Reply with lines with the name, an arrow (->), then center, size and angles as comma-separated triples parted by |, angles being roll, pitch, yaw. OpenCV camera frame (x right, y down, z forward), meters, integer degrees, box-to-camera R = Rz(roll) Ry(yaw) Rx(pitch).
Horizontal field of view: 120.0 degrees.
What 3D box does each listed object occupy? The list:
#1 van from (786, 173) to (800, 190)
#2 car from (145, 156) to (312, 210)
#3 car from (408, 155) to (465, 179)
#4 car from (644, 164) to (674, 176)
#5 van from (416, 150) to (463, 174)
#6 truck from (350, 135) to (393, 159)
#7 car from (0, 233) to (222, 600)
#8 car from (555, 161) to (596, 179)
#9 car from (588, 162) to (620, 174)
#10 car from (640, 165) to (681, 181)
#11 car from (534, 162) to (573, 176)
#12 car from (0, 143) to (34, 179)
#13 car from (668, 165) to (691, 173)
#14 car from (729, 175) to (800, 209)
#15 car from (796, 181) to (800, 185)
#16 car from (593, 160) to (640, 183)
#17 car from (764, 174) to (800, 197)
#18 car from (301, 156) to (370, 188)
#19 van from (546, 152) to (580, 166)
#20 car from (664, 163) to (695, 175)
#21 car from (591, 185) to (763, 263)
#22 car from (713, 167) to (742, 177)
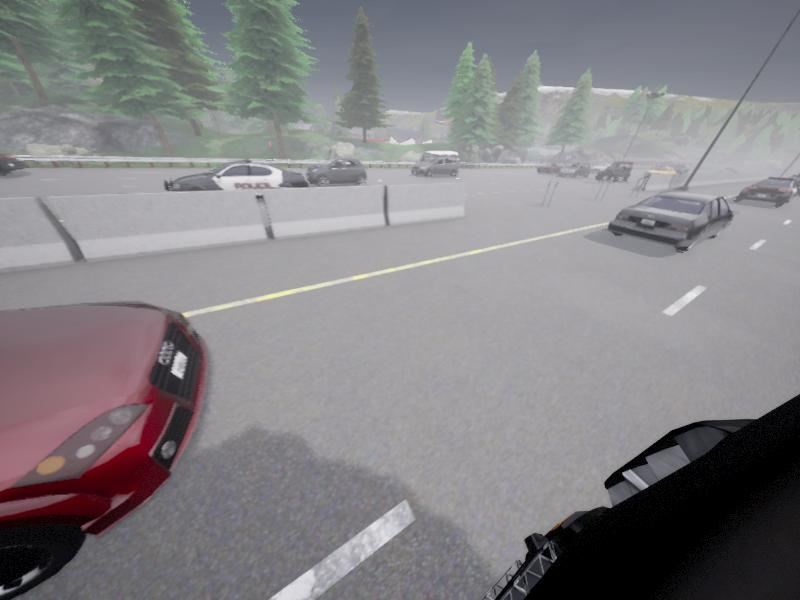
van -> 46.288, -13.783, 25.826 | 5.915, 2.561, 1.988 | -17, 38, -27
car -> -6.604, -5.002, 9.674 | 4.974, 1.542, 2.038 | -16, 38, -26
car -> 3.343, -12.368, 21.396 | 4.611, 1.667, 2.242 | -16, 38, -26
car -> 42.233, -21.203, 37.715 | 3.806, 1.475, 1.970 | -16, 38, -26
van -> 4.301, -15.028, 25.153 | 4.480, 2.038, 2.069 | -16, 38, -26
truck -> -5.967, -32.387, 49.023 | 8.468, 3.827, 2.891 | -6, 35, -13
car -> -3.667, 0.915, 1.087 | 4.181, 1.385, 1.994 | -16, 38, -26
car -> 20.146, -14.930, 26.531 | 3.988, 1.617, 1.851 | -16, 38, -26
car -> 31.476, -20.339, 35.667 | 4.674, 1.442, 1.812 | -16, 38, -26
car -> 34.168, -16.705, 30.241 | 5.366, 1.575, 1.801 | -16, 38, -26
car -> 19.823, -16.939, 29.827 | 4.718, 1.301, 1.895 | -16, 38, -26
car -> -23.223, -6.932, 11.405 | 4.974, 1.542, 2.038 | -16, 38, -26
car -> 61.618, -28.918, 50.922 | 4.718, 1.301, 1.895 | -16, 38, -26
car -> 24.673, -7.270, 15.346 | 4.974, 1.542, 2.038 | -16, 38, -26
car -> 57.510, -16.668, 31.928 | 4.514, 1.525, 2.007 | -16, 38, -26
car -> 22.924, -13.612, 24.478 | 3.866, 1.878, 1.905 | -16, 38, -26
car -> 35.776, -10.451, 20.948 | 4.974, 1.542, 2.038 | -16, 38, -26
car -> -3.946, -8.003, 14.404 | 3.633, 1.501, 1.845 | -16, 38, -26
van -> 39.217, -34.227, 55.832 | 1.988, 2.561, 5.915 | -16, 38, -26
car -> 50.616, -23.733, 41.858 | 4.553, 1.767, 2.097 | -16, 38, -26
car -> 8.965, -2.712, 7.453 | 5.357, 1.411, 2.033 | -16, 38, -26
car -> 65.156, -25.483, 45.952 | 5.027, 1.651, 2.152 | -16, 38, -26
